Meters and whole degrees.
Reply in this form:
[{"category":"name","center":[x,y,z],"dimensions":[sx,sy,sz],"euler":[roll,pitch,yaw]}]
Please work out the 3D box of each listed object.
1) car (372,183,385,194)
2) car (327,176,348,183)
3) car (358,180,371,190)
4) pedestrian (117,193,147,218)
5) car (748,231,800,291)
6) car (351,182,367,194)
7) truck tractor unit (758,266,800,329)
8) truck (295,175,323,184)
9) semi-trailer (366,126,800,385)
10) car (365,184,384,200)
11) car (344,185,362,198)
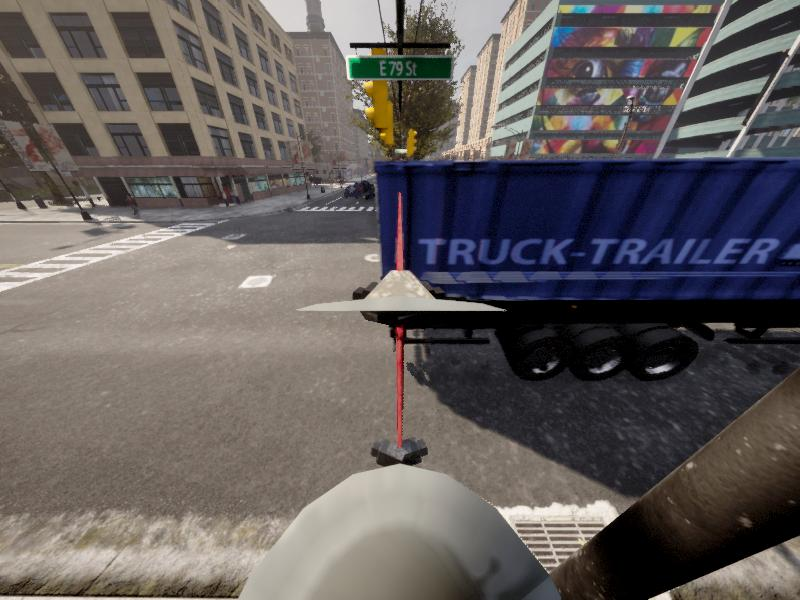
[{"category":"car","center":[-3.683,-19.398,40.235],"dimensions":[1.994,1.385,4.181],"euler":[0,30,0]},{"category":"car","center":[-17.803,-34.401,66.007],"dimensions":[5.366,1.575,1.801],"euler":[-6,31,-10]},{"category":"car","center":[-7.190,-23.368,46.985],"dimensions":[1.837,1.490,4.892],"euler":[0,30,0]},{"category":"pedestrian","center":[-22.979,-8.113,19.843],"dimensions":[0.751,1.860,0.751],"euler":[3,30,5]},{"category":"car","center":[17.180,-1.401,8.559],"dimensions":[4.605,1.855,1.932],"euler":[0,30,0]},{"category":"car","center":[-7.178,-20.111,41.312],"dimensions":[2.007,1.525,4.514],"euler":[0,30,0]},{"category":"truck tractor unit","center":[14.649,-0.689,4.960],"dimensions":[6.516,4.208,3.053],"euler":[0,30,0]},{"category":"truck","center":[-24.589,-32.674,62.500],"dimensions":[6.274,2.098,2.390],"euler":[0,30,-1]},{"category":"semi-trailer","center":[6.732,-0.790,4.949],"dimensions":[14.254,4.402,2.717],"euler":[0,30,0]},{"category":"car","center":[-3.698,-15.908,33.887],"dimensions":[2.242,1.667,4.611],"euler":[0,30,0]},{"category":"car","center":[-7.151,-16.750,35.573],"dimensions":[1.812,1.442,4.674],"euler":[0,30,0]}]
